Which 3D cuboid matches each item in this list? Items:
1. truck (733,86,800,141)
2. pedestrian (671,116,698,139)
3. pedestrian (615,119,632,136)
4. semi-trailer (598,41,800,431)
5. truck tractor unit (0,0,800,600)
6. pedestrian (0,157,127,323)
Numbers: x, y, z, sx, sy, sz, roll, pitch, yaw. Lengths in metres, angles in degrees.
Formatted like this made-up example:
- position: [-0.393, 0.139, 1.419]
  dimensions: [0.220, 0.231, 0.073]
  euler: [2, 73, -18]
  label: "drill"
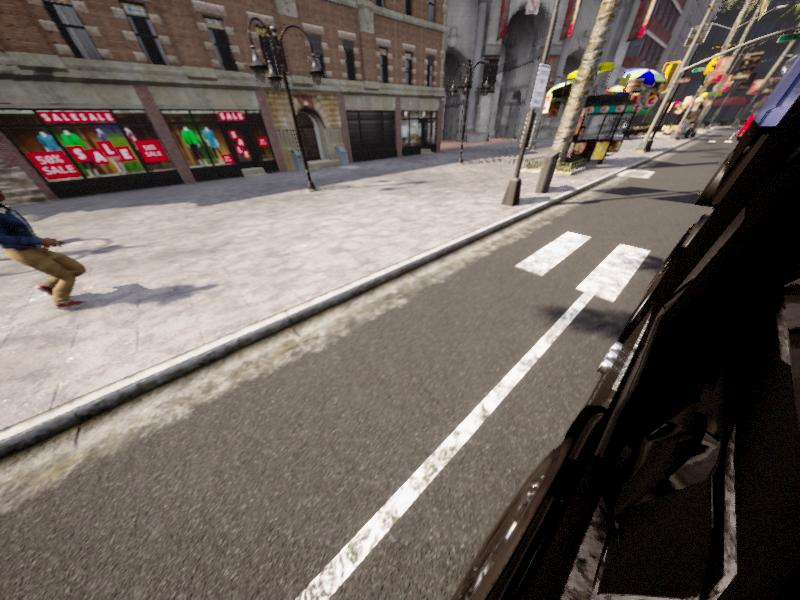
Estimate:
- position: [36.815, -18.266, 22.753]
  dimensions: [8.468, 3.827, 2.891]
  euler: [-28, 44, -30]
  label: "truck"
- position: [29.583, -17.938, 24.077]
  dimensions: [0.751, 1.860, 0.751]
  euler: [-6, 37, -5]
  label: "pedestrian"
- position: [30.574, -23.628, 31.645]
  dimensions: [0.751, 1.860, 0.751]
  euler: [-12, 38, -13]
  label: "pedestrian"
- position: [8.699, -3.593, 4.244]
  dimensions: [14.254, 4.402, 2.717]
  euler: [-28, 44, -30]
  label: "semi-trailer"
- position: [2.645, -0.295, 0.351]
  dimensions: [6.516, 4.208, 3.053]
  euler: [-28, 44, -30]
  label: "truck tractor unit"
- position: [-4.850, -0.741, 3.051]
  dimensions: [0.751, 1.860, 0.751]
  euler: [-27, 43, -29]
  label: "pedestrian"
